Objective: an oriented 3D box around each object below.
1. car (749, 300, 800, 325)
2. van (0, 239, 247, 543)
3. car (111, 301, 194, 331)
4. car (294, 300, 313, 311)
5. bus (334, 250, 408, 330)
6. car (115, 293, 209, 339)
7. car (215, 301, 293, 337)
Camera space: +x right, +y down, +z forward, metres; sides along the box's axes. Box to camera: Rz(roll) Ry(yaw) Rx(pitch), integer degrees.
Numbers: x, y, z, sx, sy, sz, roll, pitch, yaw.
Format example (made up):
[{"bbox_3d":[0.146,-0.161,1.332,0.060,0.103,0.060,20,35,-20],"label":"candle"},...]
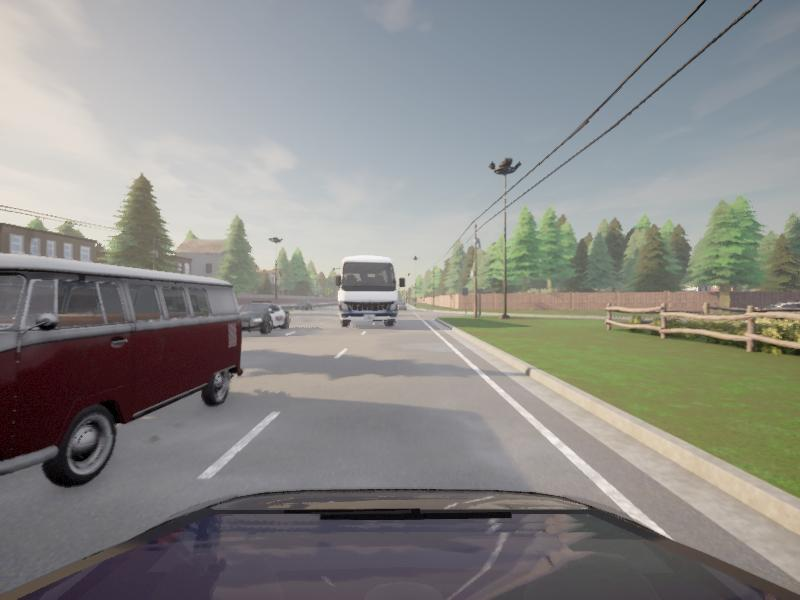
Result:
[{"bbox_3d":[26.239,0.819,26.079,4.974,1.542,2.038,1,0,29],"label":"car"},{"bbox_3d":[-3.499,0.598,4.623,1.775,1.987,4.442,0,0,0],"label":"van"},{"bbox_3d":[-13.998,0.825,23.029,2.007,1.525,4.514,0,0,0],"label":"car"},{"bbox_3d":[-14.000,0.807,58.107,1.789,1.549,3.705,0,0,0],"label":"car"},{"bbox_3d":[-2.395,-0.538,26.713,3.944,4.253,10.273,0,0,-10],"label":"bus"},{"bbox_3d":[-10.499,0.643,18.011,1.905,1.878,3.866,0,0,0],"label":"car"},{"bbox_3d":[-6.999,0.825,19.777,2.038,1.542,4.974,0,0,0],"label":"car"}]
